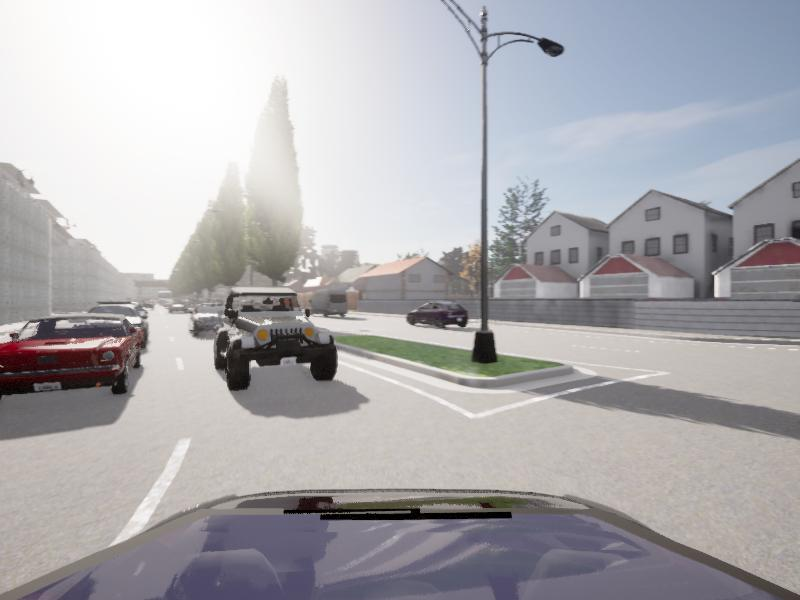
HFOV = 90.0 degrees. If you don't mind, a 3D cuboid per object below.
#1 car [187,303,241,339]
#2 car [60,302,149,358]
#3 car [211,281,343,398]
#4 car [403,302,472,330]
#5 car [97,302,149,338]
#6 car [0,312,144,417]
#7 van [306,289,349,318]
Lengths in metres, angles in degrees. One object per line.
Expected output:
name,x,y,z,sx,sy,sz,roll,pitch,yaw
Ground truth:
car,-8.992,0.880,19.087,1.812,1.442,4.674,0,0,-31
car,-9.928,0.838,13.852,2.038,1.542,4.974,0,0,-31
car,-2.840,0.650,8.584,1.905,1.878,3.866,0,0,-30
car,2.069,0.846,23.132,1.816,1.474,4.193,0,0,-32
car,-13.082,0.841,19.071,1.845,1.501,3.633,0,0,-31
car,-6.235,0.952,7.754,1.895,1.301,4.718,0,0,-29
van,-6.974,0.324,37.846,1.988,2.561,5.915,0,0,-31
